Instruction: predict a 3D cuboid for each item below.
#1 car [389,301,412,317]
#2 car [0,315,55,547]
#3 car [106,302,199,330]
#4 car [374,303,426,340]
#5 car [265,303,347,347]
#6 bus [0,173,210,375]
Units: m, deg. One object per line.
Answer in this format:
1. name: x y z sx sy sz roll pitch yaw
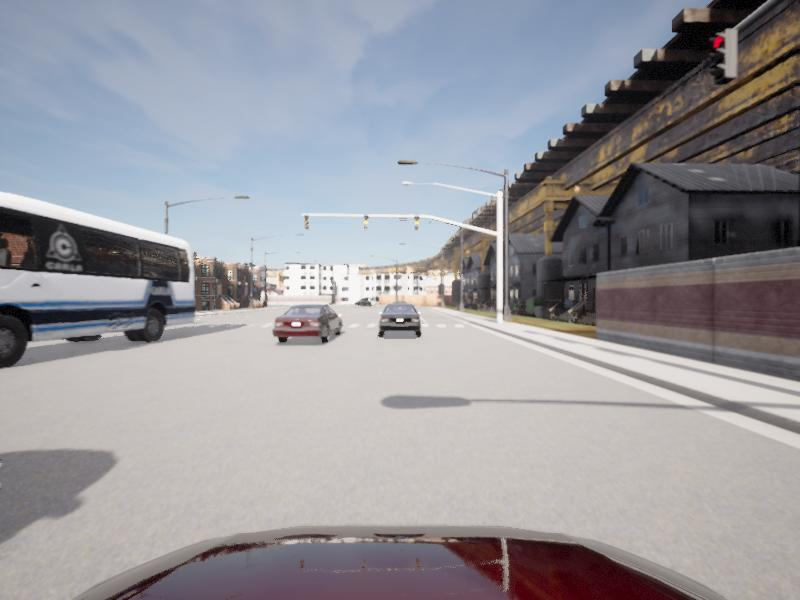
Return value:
1. car: 0.006 0.815 38.094 2.033 1.411 5.357 0 0 0
2. car: -3.503 0.842 0.548 1.837 1.490 4.892 0 0 0
3. car: -14.000 0.846 23.135 2.033 1.411 5.357 0 0 0
4. car: 0.003 0.856 18.517 2.033 1.411 5.357 0 0 0
5. car: -3.497 0.861 16.013 2.033 1.411 5.357 0 0 0
6. bus: -10.376 -0.561 12.517 3.944 4.253 10.273 0 0 0
